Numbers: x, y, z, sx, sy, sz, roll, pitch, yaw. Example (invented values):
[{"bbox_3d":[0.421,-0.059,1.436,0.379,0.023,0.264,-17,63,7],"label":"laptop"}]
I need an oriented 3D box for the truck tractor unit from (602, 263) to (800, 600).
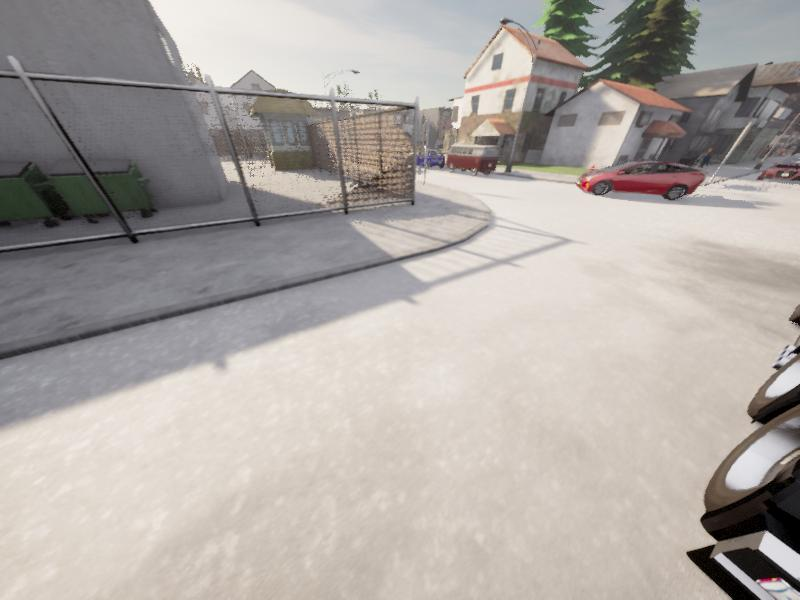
[{"bbox_3d":[5.110,-0.301,0.789,6.516,4.208,3.053,-18,39,-24],"label":"truck tractor unit"}]

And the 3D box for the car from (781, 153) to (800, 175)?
[{"bbox_3d":[34.733,-11.514,19.491,3.633,1.501,1.845,-18,39,-24],"label":"car"}]

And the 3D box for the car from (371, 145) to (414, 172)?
[{"bbox_3d":[-0.815,-12.895,20.883,1.932,1.855,4.605,-17,38,-23],"label":"car"}]

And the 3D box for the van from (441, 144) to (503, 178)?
[{"bbox_3d":[5.499,-11.114,18.281,1.775,1.987,4.442,-19,39,-25],"label":"van"}]

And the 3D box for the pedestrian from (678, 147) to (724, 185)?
[{"bbox_3d":[17.834,-7.966,13.744,0.751,1.860,0.751,19,39,25],"label":"pedestrian"}]

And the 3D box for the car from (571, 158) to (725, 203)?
[{"bbox_3d":[11.527,-5.951,11.312,4.514,1.525,2.007,13,37,17],"label":"car"}]

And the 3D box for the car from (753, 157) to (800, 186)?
[{"bbox_3d":[26.638,-8.802,15.671,4.181,1.385,1.994,-18,39,-25],"label":"car"}]

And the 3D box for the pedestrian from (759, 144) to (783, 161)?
[{"bbox_3d":[48.905,-19.436,30.475,0.751,1.860,0.751,-19,39,-25],"label":"pedestrian"}]
